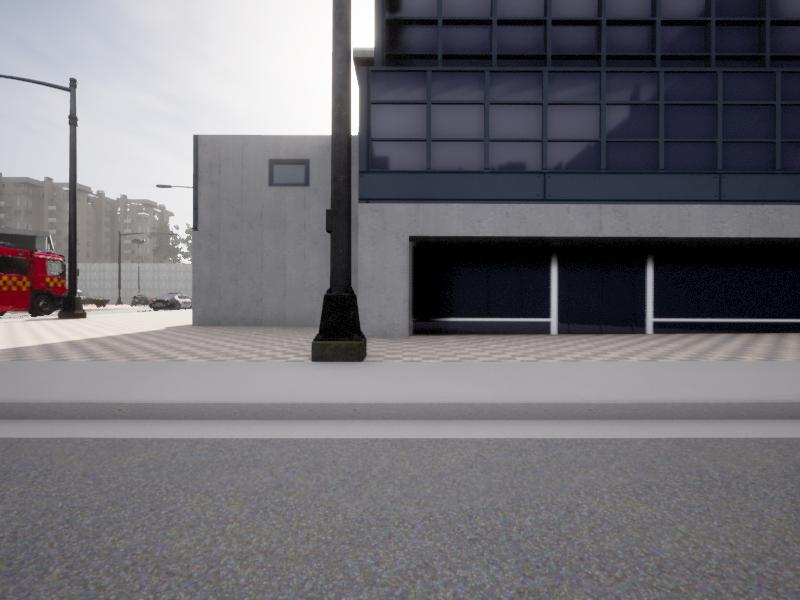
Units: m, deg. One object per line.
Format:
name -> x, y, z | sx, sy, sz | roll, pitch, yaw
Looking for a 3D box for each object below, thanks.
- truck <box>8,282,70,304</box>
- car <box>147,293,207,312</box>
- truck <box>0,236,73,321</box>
truck -> -63.288, -1.211, 70.258 | 8.468, 3.827, 2.891 | 0, 0, 2
car -> -18.976, 0.169, 34.307 | 2.038, 1.542, 4.974 | 0, 1, 5
truck -> -19.553, -0.978, 17.862 | 2.891, 3.827, 8.468 | 0, 0, 1
